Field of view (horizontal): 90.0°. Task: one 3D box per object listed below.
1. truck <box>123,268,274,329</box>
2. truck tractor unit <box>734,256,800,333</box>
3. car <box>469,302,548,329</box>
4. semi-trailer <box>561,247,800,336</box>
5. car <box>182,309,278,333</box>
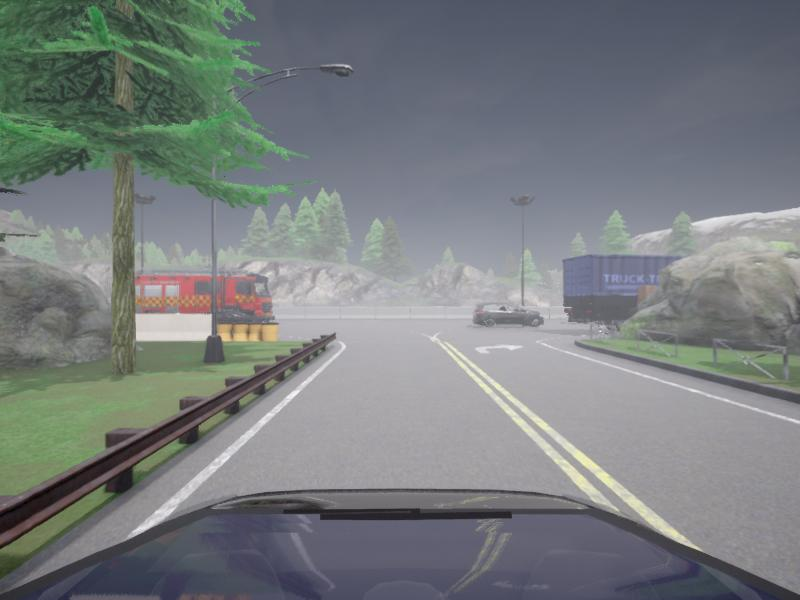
[{"bbox_3d":[-12.984,-0.085,26.333,8.468,3.827,2.891,0,0,-1],"label":"truck"},{"bbox_3d":[24.110,-0.291,23.461,6.516,4.208,3.053,0,0,-2],"label":"truck tractor unit"},{"bbox_3d":[7.145,0.994,26.698,4.611,1.667,2.242,0,0,-1],"label":"car"},{"bbox_3d":[16.287,-0.391,22.354,14.254,4.402,2.717,0,0,-10],"label":"semi-trailer"},{"bbox_3d":[-9.602,1.174,22.897,4.718,1.301,1.895,0,0,-1],"label":"car"}]
